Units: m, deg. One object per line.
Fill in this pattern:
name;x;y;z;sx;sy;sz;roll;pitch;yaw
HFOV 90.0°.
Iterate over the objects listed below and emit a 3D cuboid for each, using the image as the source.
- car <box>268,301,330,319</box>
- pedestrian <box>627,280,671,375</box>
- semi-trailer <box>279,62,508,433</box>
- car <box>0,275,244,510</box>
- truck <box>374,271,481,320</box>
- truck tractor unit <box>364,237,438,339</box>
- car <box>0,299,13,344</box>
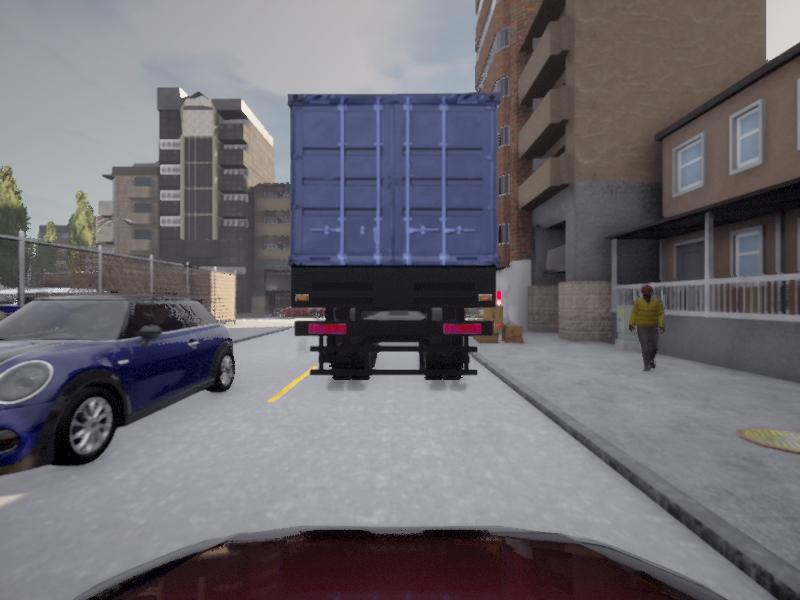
car;-8.579;0.855;34.421;4.792;1.488;2.163;0;0;0
pedestrian;5.160;0.534;8.322;0.751;1.860;0.751;0;0;30
semi-trailer;-0.039;-0.615;11.879;2.717;4.402;14.254;0;0;0
car;-4.001;0.695;5.282;2.097;1.767;4.553;0;0;0
truck;2.211;-0.318;33.599;8.468;3.827;2.891;0;0;-12
truck tractor unit;-0.053;-0.510;19.793;3.053;4.208;6.516;0;0;-1
car;-14.601;0.747;12.319;1.789;1.547;3.705;0;0;0
